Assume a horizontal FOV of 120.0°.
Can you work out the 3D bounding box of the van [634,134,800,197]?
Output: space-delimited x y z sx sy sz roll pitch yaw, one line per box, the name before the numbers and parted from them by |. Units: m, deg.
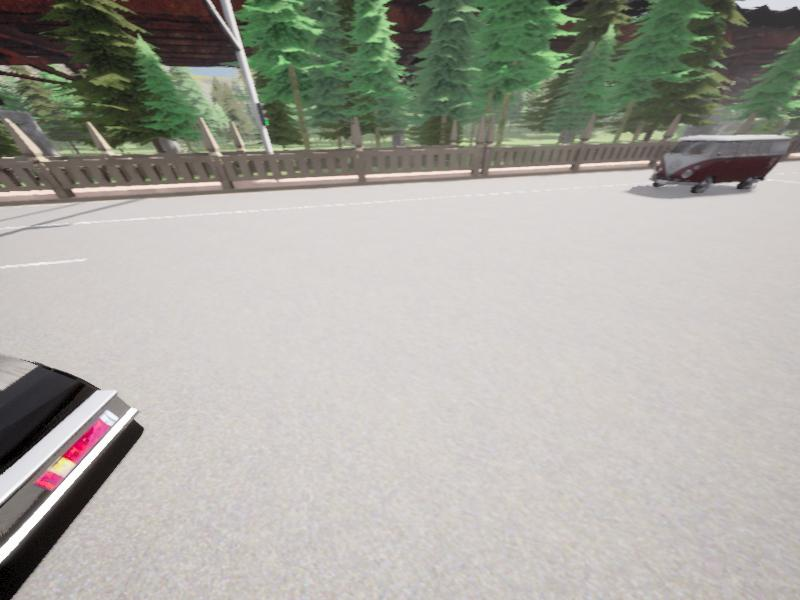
van | 13.118 -5.723 9.698 4.442 1.987 1.775 -8 37 -10
